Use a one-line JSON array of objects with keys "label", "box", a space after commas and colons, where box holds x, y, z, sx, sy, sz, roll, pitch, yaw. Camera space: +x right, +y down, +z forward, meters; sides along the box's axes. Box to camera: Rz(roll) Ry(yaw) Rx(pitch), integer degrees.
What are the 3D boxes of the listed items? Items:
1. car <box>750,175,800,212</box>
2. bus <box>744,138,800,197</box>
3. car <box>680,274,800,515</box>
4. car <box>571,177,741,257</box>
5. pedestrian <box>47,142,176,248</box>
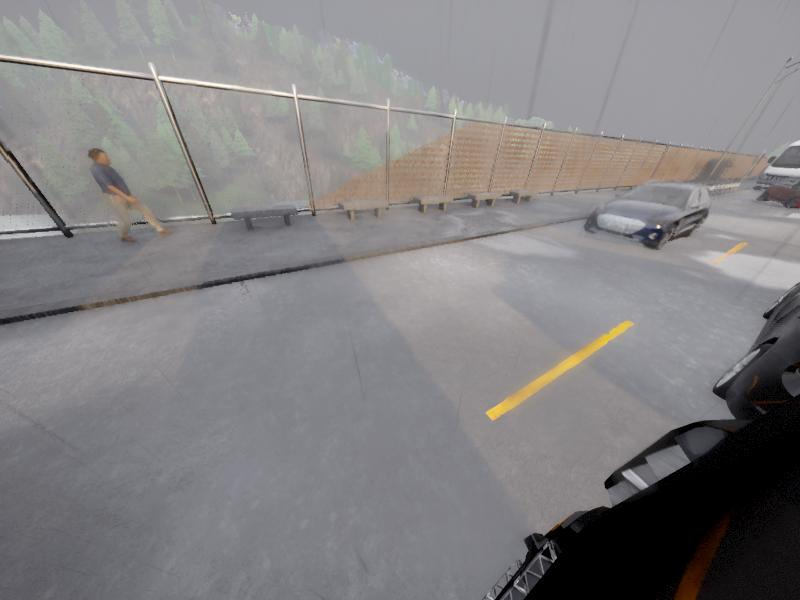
[{"label": "car", "box": [25.248, -6.561, 14.235, 2.242, 1.667, 4.611, 21, 37, 26]}, {"label": "bus", "box": [38.968, -12.672, 22.147, 10.273, 4.253, 3.944, -16, 38, -26]}, {"label": "car", "box": [5.342, 0.499, 2.209, 5.008, 1.535, 1.882, -16, 38, -26]}, {"label": "car", "box": [8.294, -2.935, 7.522, 4.856, 1.649, 2.033, -16, 38, -26]}, {"label": "pedestrian", "box": [-5.736, -2.130, 4.795, 0.751, 1.860, 0.751, -8, 35, -16]}]
